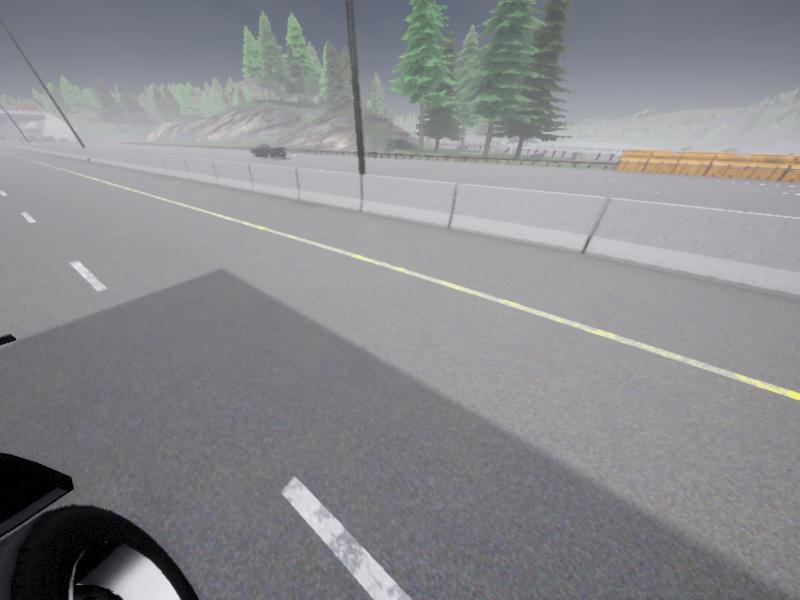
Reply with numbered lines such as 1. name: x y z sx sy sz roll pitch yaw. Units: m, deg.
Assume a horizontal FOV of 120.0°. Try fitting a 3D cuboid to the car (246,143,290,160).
1. car: -15.626 -17.663 27.364 5.008 1.535 1.882 20 40 25
